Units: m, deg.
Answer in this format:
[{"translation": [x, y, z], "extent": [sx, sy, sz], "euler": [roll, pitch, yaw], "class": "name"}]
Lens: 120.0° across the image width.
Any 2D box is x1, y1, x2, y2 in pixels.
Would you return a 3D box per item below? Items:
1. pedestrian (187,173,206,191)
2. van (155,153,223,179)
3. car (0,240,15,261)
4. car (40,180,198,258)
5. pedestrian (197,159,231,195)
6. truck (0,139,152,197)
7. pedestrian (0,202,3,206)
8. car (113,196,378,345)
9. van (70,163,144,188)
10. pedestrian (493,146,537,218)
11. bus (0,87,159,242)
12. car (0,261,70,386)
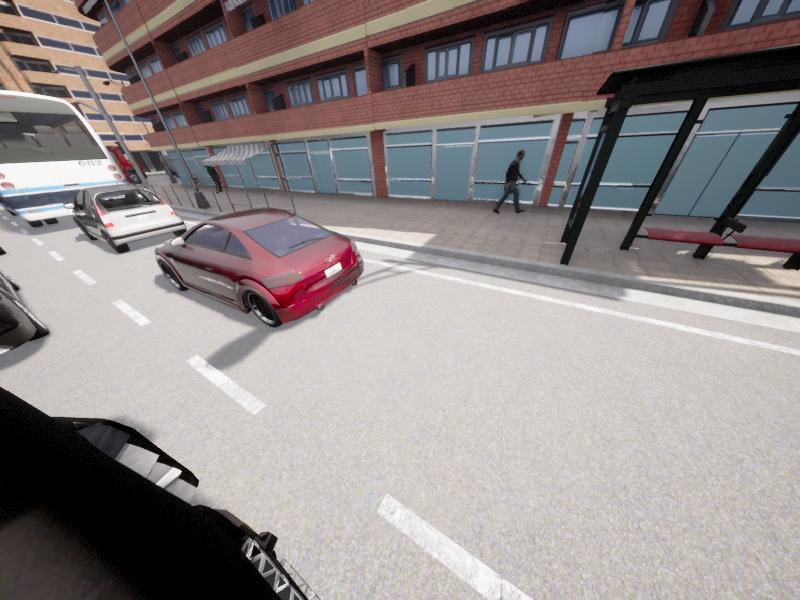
[{"translation": [-14.654, -8.515, 16.634], "extent": [0.500, 1.100, 0.500], "euler": [17, 38, 27], "class": "pedestrian"}, {"translation": [-28.274, -18.242, 31.330], "extent": [1.988, 2.561, 5.915], "euler": [16, 38, 26], "class": "van"}, {"translation": [-13.675, -1.919, 6.393], "extent": [4.611, 1.667, 2.242], "euler": [16, 38, 26], "class": "car"}, {"translation": [-8.838, -2.755, 7.334], "extent": [3.988, 1.617, 1.851], "euler": [16, 38, 26], "class": "car"}, {"translation": [-11.547, -7.653, 14.375], "extent": [0.751, 1.860, 0.751], "euler": [15, 37, 25], "class": "pedestrian"}, {"translation": [-29.492, -12.698, 21.911], "extent": [2.891, 3.827, 8.468], "euler": [-6, 34, -5], "class": "truck"}, {"translation": [-27.100, -6.705, 14.937], "extent": [0.751, 1.300, 0.751], "euler": [-26, 40, -31], "class": "pedestrian"}, {"translation": [-2.783, -0.948, 4.358], "extent": [4.181, 1.385, 1.994], "euler": [15, 37, 25], "class": "car"}, {"translation": [-32.431, -14.012, 25.783], "extent": [1.775, 1.987, 4.442], "euler": [16, 38, 26], "class": "van"}, {"translation": [3.478, -3.581, 7.072], "extent": [0.751, 1.860, 0.751], "euler": [16, 38, 26], "class": "pedestrian"}, {"translation": [-16.818, -6.029, 10.494], "extent": [10.273, 4.253, 3.944], "euler": [16, 38, 26], "class": "bus"}, {"translation": [-7.291, -0.091, 3.169], "extent": [5.238, 1.638, 1.930], "euler": [16, 38, 26], "class": "car"}]
